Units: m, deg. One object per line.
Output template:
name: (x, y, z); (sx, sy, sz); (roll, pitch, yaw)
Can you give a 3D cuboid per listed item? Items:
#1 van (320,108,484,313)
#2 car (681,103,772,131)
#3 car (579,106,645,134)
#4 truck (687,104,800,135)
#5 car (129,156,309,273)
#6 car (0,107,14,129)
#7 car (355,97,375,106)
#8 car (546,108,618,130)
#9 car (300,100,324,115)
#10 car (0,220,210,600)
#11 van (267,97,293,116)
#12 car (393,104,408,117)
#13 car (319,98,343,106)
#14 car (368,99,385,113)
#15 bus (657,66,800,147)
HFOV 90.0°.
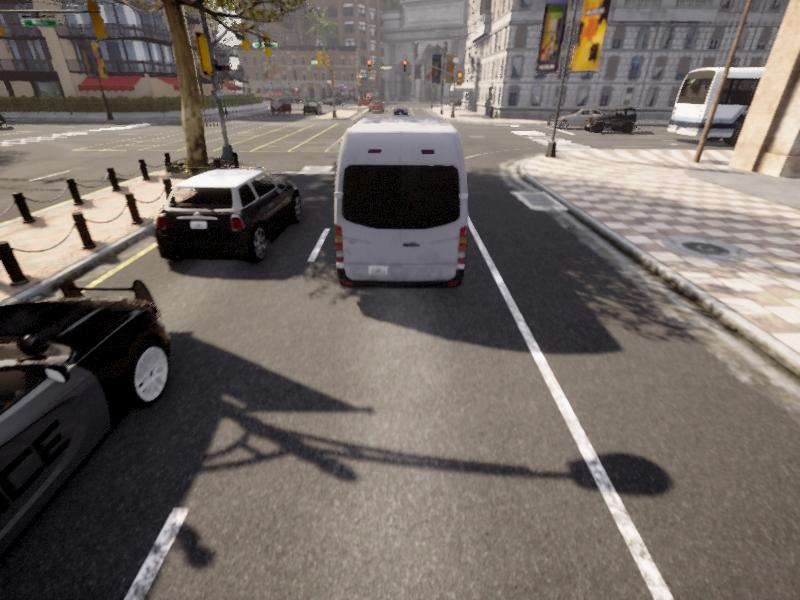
van: (0.021, -2.317, 8.074); (1.988, 2.561, 5.915); (0, 28, 0)
car: (28.221, -15.897, 34.762); (5.566, 2.045, 2.150); (0, 28, 0)
car: (16.665, -14.227, 31.601); (3.866, 1.878, 1.905); (0, 28, -2)
truck: (26.975, -14.294, 31.646); (6.274, 2.098, 2.390); (0, 28, 0)
car: (-3.482, -2.066, 8.689); (1.970, 1.475, 3.806); (2, 28, 2)
car: (-33.805, -14.226, 31.331); (4.892, 1.490, 1.837); (0, 28, 0)
car: (-7.017, -39.870, 80.332); (1.851, 1.617, 3.988); (-23, 36, -37)
car: (15.689, -15.759, 34.782); (5.027, 1.651, 2.152); (0, 28, 0)
car: (-11.444, -25.219, 52.345); (1.930, 1.638, 5.238); (0, 28, 0)
car: (-3.492, 1.041, 2.616); (1.930, 1.638, 5.238); (0, 28, 0)
van: (-14.946, -24.284, 50.153); (1.775, 1.987, 4.442); (0, 28, 0)
car: (0.054, -23.962, 50.487); (1.895, 1.301, 4.718); (0, 28, 0)
car: (-13.446, -38.919, 78.567); (2.033, 1.411, 5.357); (12, 30, 21)
car: (-3.445, -28.867, 59.424); (2.152, 1.651, 5.027); (0, 28, 0)
bus: (23.075, -12.112, 25.143); (10.273, 4.253, 3.944); (1, 28, 1)
